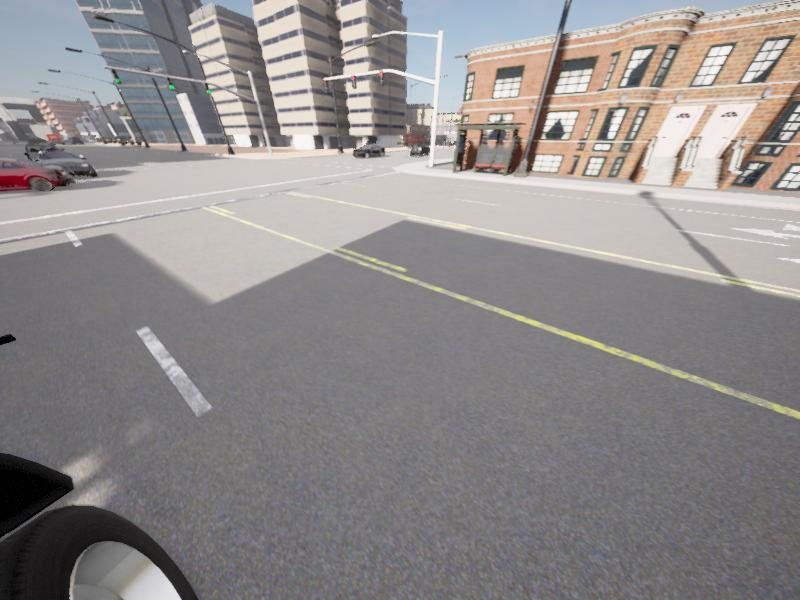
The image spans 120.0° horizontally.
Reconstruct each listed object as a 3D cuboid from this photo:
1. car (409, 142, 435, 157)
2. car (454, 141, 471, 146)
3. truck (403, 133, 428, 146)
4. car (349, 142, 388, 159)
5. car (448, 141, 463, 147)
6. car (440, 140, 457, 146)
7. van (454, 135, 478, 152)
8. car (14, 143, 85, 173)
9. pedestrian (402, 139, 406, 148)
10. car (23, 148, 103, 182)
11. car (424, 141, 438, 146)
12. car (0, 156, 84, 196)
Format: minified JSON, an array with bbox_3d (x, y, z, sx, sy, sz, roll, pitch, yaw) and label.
[{"bbox_3d":[3.249,-21.875,33.561,1.851,1.617,3.988,22,41,28],"label":"car"},{"bbox_3d":[21.929,-55.084,81.114,4.902,1.511,2.128,20,40,27],"label":"car"},{"bbox_3d":[5.592,-57.303,82.492,8.468,3.827,2.891,20,40,27],"label":"truck"},{"bbox_3d":[-3.981,-19.464,30.049,1.930,1.638,5.238,22,41,28],"label":"car"},{"bbox_3d":[17.565,-49.505,73.176,3.806,1.475,1.970,21,40,27],"label":"car"},{"bbox_3d":[16.214,-52.508,77.286,5.238,1.638,1.930,20,40,27],"label":"car"},{"bbox_3d":[12.722,-30.050,44.427,1.988,2.561,5.915,22,41,28],"label":"van"},{"bbox_3d":[-27.534,-11.243,18.159,4.611,1.667,2.242,22,41,28],"label":"car"},{"bbox_3d":[0.939,-38.684,56.999,0.751,1.860,0.751,-26,43,-32],"label":"pedestrian"},{"bbox_3d":[-21.663,-8.788,14.852,4.974,1.542,2.038,22,41,28],"label":"car"},{"bbox_3d":[10.312,-52.241,77.116,4.193,1.474,1.816,20,40,27],"label":"car"},{"bbox_3d":[-18.649,-5.774,10.746,4.181,1.385,1.994,-20,40,-27],"label":"car"}]
